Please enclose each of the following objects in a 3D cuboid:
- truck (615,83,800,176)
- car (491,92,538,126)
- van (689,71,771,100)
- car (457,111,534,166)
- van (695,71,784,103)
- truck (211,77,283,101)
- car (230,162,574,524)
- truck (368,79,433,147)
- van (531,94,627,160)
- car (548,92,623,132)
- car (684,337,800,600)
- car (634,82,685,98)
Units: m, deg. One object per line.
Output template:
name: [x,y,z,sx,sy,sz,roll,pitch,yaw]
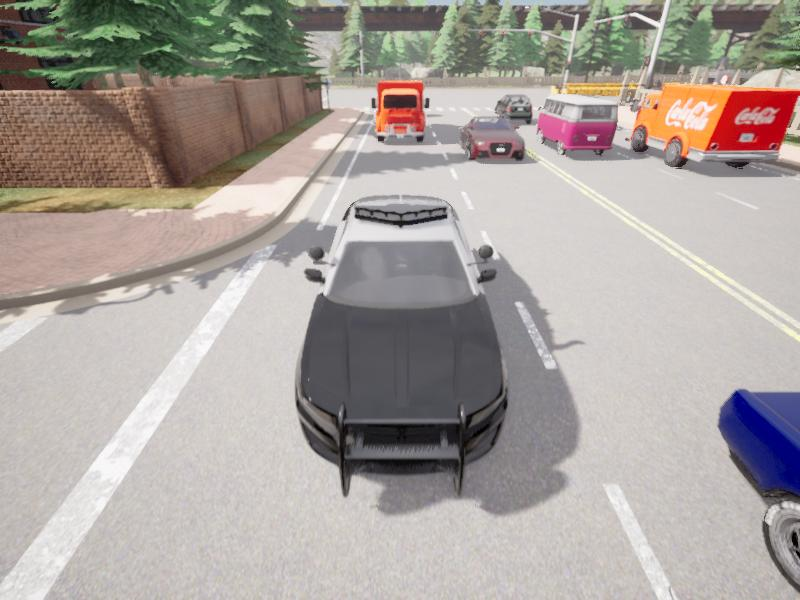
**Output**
truck: [10.522,-6.280,14.273,2.627,2.467,5.204,0,30,0]
car: [7.017,-11.921,24.862,1.789,1.549,3.705,0,30,0]
van: [33.637,-21.970,40.992,5.915,2.561,1.988,0,30,0]
car: [3.515,-6.387,15.582,1.994,1.385,4.181,0,30,0]
van: [32.037,-20.204,37.975,5.915,2.561,1.988,0,30,0]
truck: [-15.691,-21.819,41.354,6.274,2.098,2.390,0,30,0]
car: [0.013,-0.308,4.917,1.930,1.638,5.238,0,30,0]
truck: [0.015,-9.070,19.106,2.627,2.467,5.204,0,30,0]
van: [7.015,-7.209,16.359,1.775,1.987,4.442,0,30,0]
car: [10.516,-10.977,23.159,2.033,1.649,4.856,0,30,0]
car: [3.513,2.025,1.252,1.895,1.301,4.718,0,30,0]
car: [28.656,-23.281,44.310,4.193,1.474,1.816,0,30,0]
